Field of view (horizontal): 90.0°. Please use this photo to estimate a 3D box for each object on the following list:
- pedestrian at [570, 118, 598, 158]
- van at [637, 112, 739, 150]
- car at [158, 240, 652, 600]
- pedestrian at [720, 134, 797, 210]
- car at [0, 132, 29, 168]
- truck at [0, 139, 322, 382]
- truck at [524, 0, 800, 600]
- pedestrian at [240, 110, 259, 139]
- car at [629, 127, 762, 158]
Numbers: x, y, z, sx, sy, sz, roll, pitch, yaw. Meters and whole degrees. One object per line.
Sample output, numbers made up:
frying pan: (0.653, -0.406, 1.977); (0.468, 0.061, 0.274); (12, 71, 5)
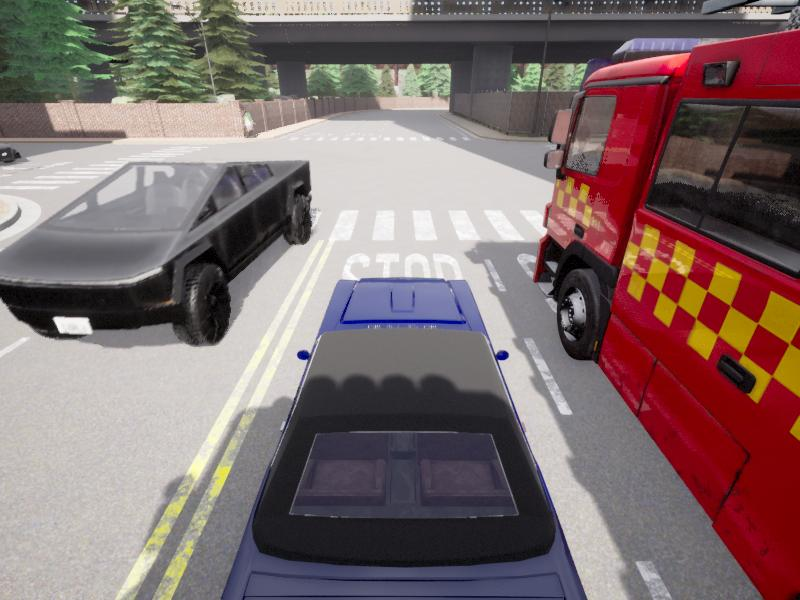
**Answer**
pedestrian: (9.549, -8.423, 20.835); (0.751, 1.860, 0.751); (0, 27, 1)
van: (17.552, -10.392, 24.584); (4.442, 1.987, 1.775); (0, 27, 0)
car: (0.025, 0.862, 3.528); (1.895, 1.301, 4.718); (0, 27, 0)
pedestrian: (9.650, -3.481, 10.864); (0.751, 1.860, 0.751); (2, 27, 4)
car: (-20.352, -6.918, 18.489); (4.181, 1.385, 1.994); (-1, 27, -1)
truck: (-3.444, -1.424, 7.117); (2.390, 2.098, 6.274); (2, 27, 4)
truck: (3.527, 0.166, 2.116); (2.891, 3.827, 8.468); (0, 27, 0)
pedestrian: (-10.688, -12.472, 28.408); (0.751, 1.860, 0.751); (-18, 32, -31)
car: (15.759, -8.533, 21.609); (5.357, 1.411, 2.033); (0, 27, 0)
